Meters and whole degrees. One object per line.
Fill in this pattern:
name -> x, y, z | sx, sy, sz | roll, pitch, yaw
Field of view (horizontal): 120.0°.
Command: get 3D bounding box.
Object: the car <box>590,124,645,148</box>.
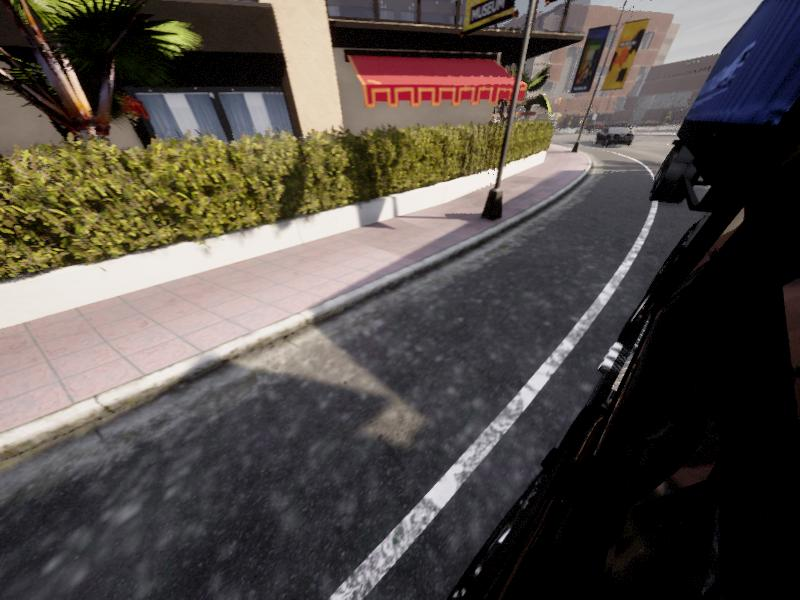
car -> 20.470, -15.690, 22.056 | 1.930, 1.638, 5.238 | 10, 38, 16

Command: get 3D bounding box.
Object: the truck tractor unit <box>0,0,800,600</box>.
truck tractor unit -> 2.645, -0.295, 0.351 | 6.516, 4.208, 3.053 | -28, 44, -30

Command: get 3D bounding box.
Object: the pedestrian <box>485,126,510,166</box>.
pedestrian -> 5.633, -8.886, 13.380 | 0.751, 1.860, 0.751 | 27, 46, 34

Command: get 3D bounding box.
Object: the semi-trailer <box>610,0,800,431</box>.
semi-trailer -> 8.106, -3.947, 4.741 | 2.717, 4.402, 14.254 | 27, 46, 33

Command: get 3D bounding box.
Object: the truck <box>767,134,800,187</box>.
truck -> 14.735, -4.236, 6.655 | 2.390, 2.098, 6.274 | 23, 43, 30

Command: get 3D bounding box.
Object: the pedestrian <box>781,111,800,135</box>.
pedestrian -> 39.180, -17.398, 22.686 | 0.751, 1.860, 0.751 | -5, 37, -3
